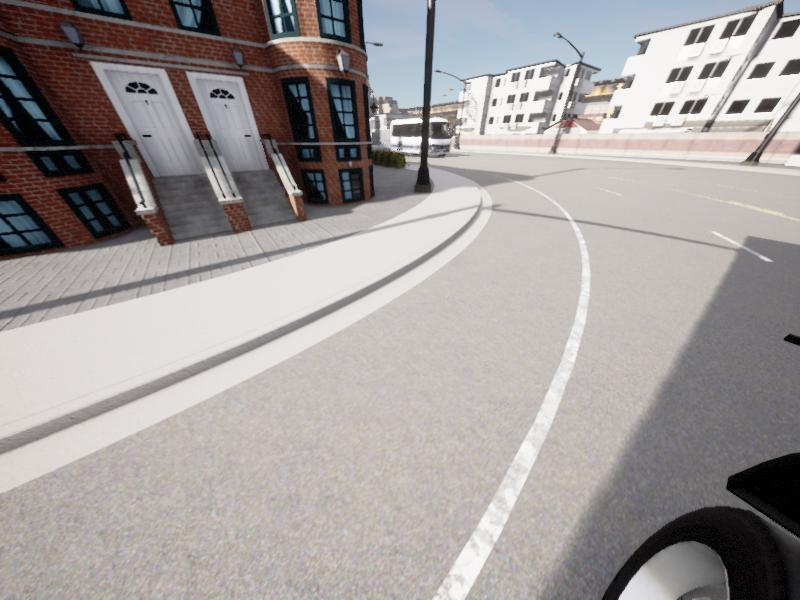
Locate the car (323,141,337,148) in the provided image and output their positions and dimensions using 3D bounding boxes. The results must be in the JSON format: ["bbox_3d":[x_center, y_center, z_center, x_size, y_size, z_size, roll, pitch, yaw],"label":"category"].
[{"bbox_3d":[-20.640,-46.001,68.277,2.038,1.542,4.974,-23,40,-29],"label":"car"}]

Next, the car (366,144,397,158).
[{"bbox_3d":[-2.740,-21.368,33.027,2.033,1.411,5.357,-21,40,-27],"label":"car"}]

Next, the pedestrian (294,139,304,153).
[{"bbox_3d":[-16.707,-25.453,38.217,0.751,1.860,0.751,-27,43,-32],"label":"pedestrian"}]

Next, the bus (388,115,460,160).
[{"bbox_3d":[2.644,-21.804,31.121,3.944,4.253,10.273,-20,40,-25],"label":"bus"}]
